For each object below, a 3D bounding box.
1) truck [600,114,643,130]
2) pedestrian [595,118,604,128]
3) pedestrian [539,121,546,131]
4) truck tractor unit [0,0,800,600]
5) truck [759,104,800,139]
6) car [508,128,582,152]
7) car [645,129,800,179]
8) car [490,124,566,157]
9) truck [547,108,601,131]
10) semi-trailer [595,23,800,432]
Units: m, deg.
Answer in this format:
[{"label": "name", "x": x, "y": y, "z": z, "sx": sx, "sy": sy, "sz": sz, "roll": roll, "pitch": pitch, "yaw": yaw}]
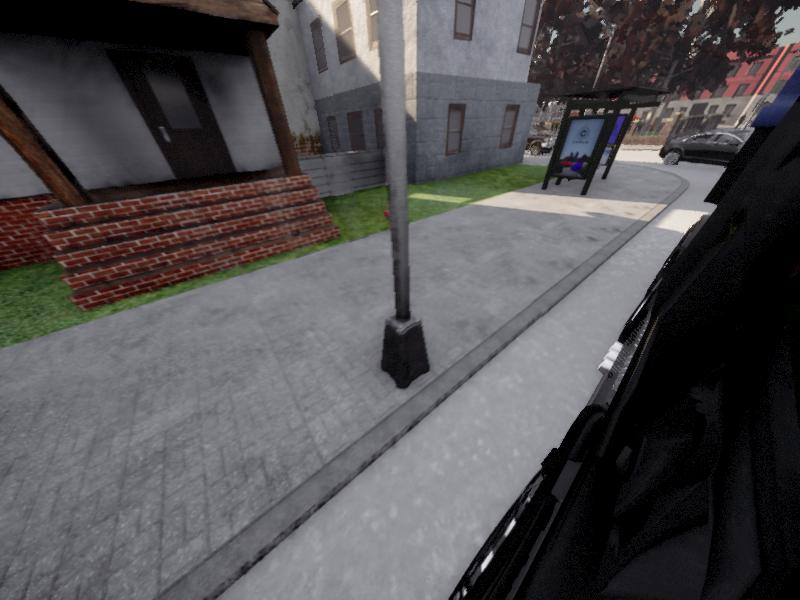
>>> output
[{"label": "truck", "x": 44.213, "y": -35.580, "z": 46.248, "sx": 2.627, "sy": 2.467, "sz": 5.204, "roll": -27, "pitch": 43, "yaw": -29}, {"label": "pedestrian", "x": 47.423, "y": -41.971, "z": 54.859, "sx": 0.751, "sy": 1.860, "sz": 0.751, "roll": -30, "pitch": 45, "yaw": -31}, {"label": "pedestrian", "x": 32.351, "y": -39.482, "z": 52.478, "sx": 0.751, "sy": 1.860, "sz": 0.751, "roll": -27, "pitch": 43, "yaw": -29}, {"label": "truck tractor unit", "x": 2.645, "y": -0.295, "z": 0.351, "sx": 6.516, "sy": 4.208, "sz": 3.053, "roll": -28, "pitch": 44, "yaw": -30}, {"label": "truck", "x": 36.253, "y": -16.408, "z": 21.195, "sx": 5.204, "sy": 2.467, "sz": 2.627, "roll": -27, "pitch": 43, "yaw": -29}, {"label": "car", "x": 12.732, "y": -14.306, "z": 20.657, "sx": 2.128, "sy": 1.511, "sz": 4.902, "roll": -27, "pitch": 43, "yaw": -28}, {"label": "car", "x": 15.080, "y": -6.908, "z": 10.658, "sx": 2.128, "sy": 1.511, "sz": 4.902, "roll": -6, "pitch": 37, "yaw": -5}, {"label": "car", "x": 9.906, "y": -12.688, "z": 18.377, "sx": 1.932, "sy": 1.855, "sz": 4.605, "roll": -27, "pitch": 42, "yaw": -28}, {"label": "truck", "x": 38.531, "y": -40.276, "z": 51.729, "sx": 2.891, "sy": 3.827, "sz": 8.468, "roll": -27, "pitch": 43, "yaw": -28}, {"label": "semi-trailer", "x": 8.878, "y": -3.477, "z": 4.042, "sx": 14.254, "sy": 4.402, "sz": 2.717, "roll": -26, "pitch": 43, "yaw": -28}]
